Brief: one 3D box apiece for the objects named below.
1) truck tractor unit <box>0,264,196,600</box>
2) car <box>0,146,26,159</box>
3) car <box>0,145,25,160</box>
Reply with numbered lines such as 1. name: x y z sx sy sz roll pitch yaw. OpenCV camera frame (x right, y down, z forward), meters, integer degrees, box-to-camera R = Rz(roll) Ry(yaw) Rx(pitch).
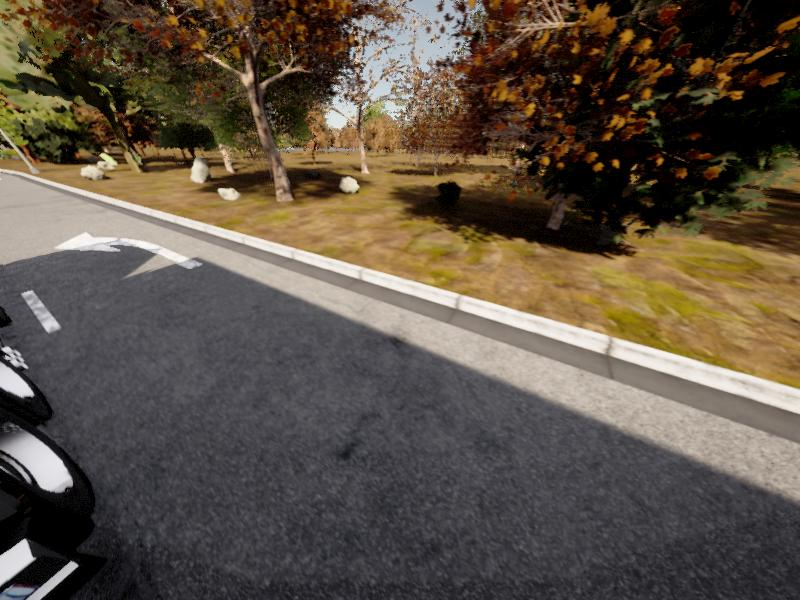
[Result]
1. truck tractor unit: -5.112 -0.297 0.791 6.516 4.208 3.053 18 39 24
2. car: -67.148 -24.477 38.362 2.185 1.767 4.553 9 35 14
3. car: -64.769 -23.540 36.802 1.878 1.987 4.442 9 35 13
